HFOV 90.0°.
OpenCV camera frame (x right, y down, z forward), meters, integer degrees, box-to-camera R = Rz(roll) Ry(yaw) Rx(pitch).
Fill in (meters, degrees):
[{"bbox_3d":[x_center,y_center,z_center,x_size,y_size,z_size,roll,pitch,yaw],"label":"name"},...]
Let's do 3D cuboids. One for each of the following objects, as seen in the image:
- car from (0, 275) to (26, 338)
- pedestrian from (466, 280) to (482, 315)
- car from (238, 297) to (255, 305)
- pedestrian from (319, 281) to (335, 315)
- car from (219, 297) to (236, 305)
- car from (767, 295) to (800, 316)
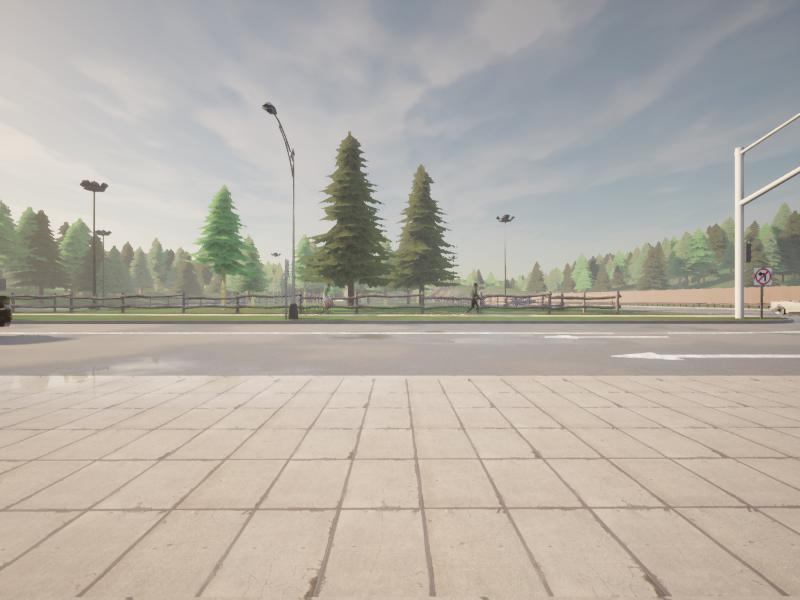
[{"bbox_3d":[-13.033,0.171,10.176,5.238,1.638,1.930,0,0,0],"label":"car"},{"bbox_3d":[3.996,-0.115,21.585,0.751,1.860,0.751,0,0,3],"label":"pedestrian"},{"bbox_3d":[-33.238,0.168,86.732,2.033,1.649,4.856,0,0,-1],"label":"car"},{"bbox_3d":[-4.044,-0.115,22.263,0.751,1.860,0.751,0,0,3],"label":"pedestrian"},{"bbox_3d":[-36.727,0.227,85.200,1.851,1.617,3.988,0,0,-1],"label":"car"},{"bbox_3d":[25.089,0.344,23.958,1.895,1.301,4.718,0,0,-1],"label":"car"}]
